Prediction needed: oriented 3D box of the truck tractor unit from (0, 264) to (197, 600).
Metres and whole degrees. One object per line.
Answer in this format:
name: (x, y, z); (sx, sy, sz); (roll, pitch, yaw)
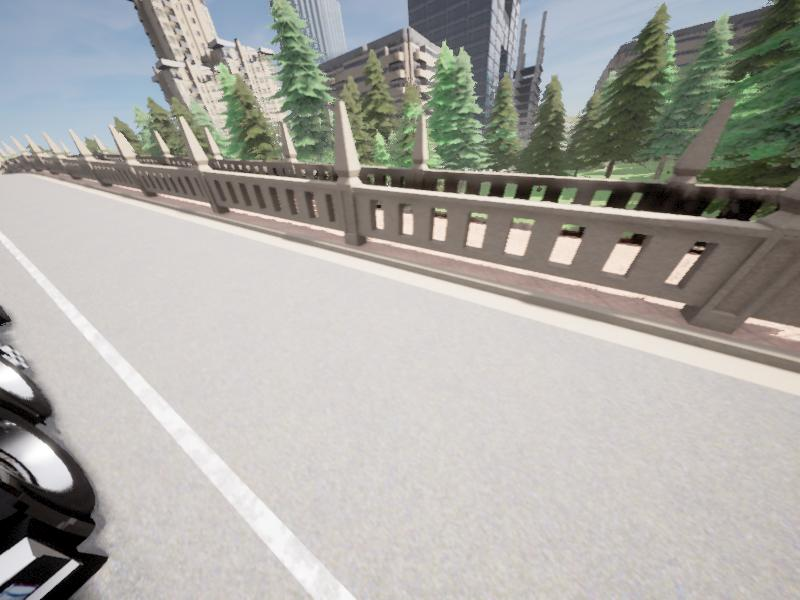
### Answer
truck tractor unit: (-5.111, -0.300, 0.784); (6.516, 4.208, 3.053); (18, 39, 24)
